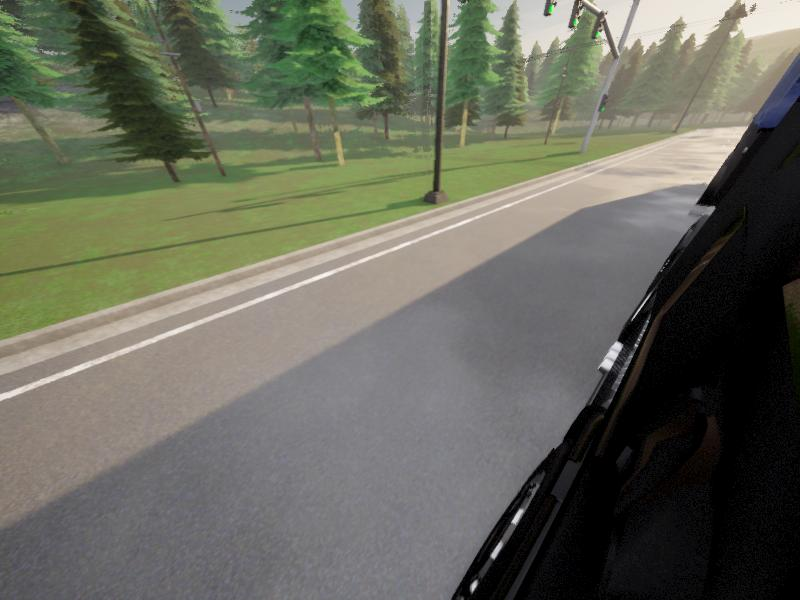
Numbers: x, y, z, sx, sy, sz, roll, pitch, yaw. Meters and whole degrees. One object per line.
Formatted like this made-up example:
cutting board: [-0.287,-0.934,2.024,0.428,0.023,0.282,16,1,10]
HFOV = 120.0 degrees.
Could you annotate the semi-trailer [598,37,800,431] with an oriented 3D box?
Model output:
semi-trailer: [8.700,-3.590,4.247,14.254,4.402,2.717,-28,43,-30]

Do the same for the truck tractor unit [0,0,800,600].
truck tractor unit: [2.645,-0.295,0.351,6.516,4.208,3.053,-28,44,-30]
